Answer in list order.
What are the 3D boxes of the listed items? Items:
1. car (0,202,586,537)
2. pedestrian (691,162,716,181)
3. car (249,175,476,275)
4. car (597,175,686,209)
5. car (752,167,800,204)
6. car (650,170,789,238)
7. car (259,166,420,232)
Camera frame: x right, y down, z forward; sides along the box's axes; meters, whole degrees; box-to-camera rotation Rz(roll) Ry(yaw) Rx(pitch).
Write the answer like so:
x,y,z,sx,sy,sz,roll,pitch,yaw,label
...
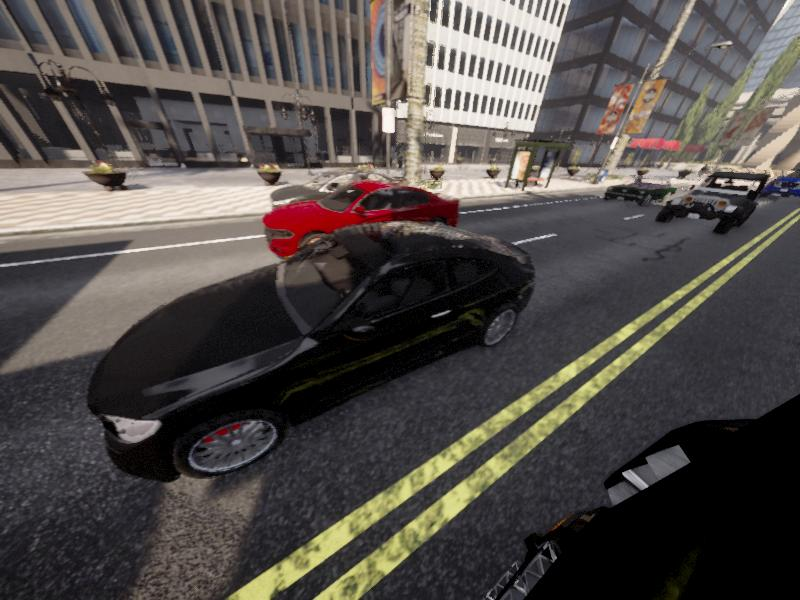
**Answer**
x,y,z,sx,sy,sz,roll,pitch,yaw,label
-0.281,-0.079,2.781,4.674,1.442,1.812,-16,38,-26,car
35.773,-15.125,27.270,0.751,1.860,0.751,0,33,-4,pedestrian
-0.713,-2.218,5.914,5.008,1.535,1.882,-16,38,-26,car
13.908,-6.310,13.299,4.718,1.301,1.895,-16,37,-25,car
29.479,-8.358,16.740,5.566,2.045,2.150,-9,35,-17,car
12.223,-3.856,8.921,3.866,1.878,1.905,-16,38,-26,car
-1.983,-3.811,8.255,4.892,1.521,2.231,-16,38,-26,car
